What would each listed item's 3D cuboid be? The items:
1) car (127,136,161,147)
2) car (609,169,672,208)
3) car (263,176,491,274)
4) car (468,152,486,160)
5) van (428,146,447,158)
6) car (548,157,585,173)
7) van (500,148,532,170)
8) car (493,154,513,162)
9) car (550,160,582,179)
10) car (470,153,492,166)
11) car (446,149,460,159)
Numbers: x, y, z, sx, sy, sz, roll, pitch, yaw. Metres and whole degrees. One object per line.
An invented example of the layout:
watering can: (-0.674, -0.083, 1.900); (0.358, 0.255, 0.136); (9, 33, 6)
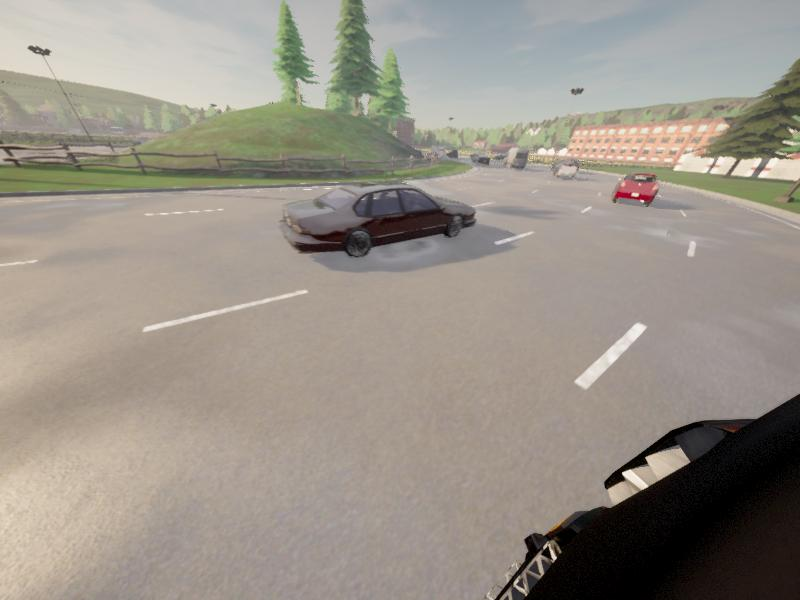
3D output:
car: (-50.643, -31.503, 45.867); (2.038, 1.542, 4.974); (-5, 35, -12)
car: (13.769, -6.618, 13.481); (1.845, 1.501, 3.633); (25, 40, 30)
car: (-0.289, -2.344, 6.157); (5.357, 1.411, 2.033); (-19, 40, -29)
car: (20.218, -37.824, 60.714); (2.128, 1.511, 4.902); (-5, 34, -11)
van: (9.609, -38.368, 59.841); (2.351, 2.431, 6.366); (-5, 34, -11)
car: (24.163, -19.760, 33.787); (2.242, 1.667, 4.611); (6, 34, 4)
van: (17.424, -21.515, 35.126); (1.988, 2.561, 5.915); (6, 34, 3)
car: (24.929, -34.687, 56.322); (1.837, 1.490, 4.892); (-5, 34, -11)
car: (18.100, -14.376, 25.407); (1.845, 1.501, 3.633); (14, 35, 15)
car: (14.013, -24.646, 40.362); (1.930, 1.638, 5.238); (2, 34, -3)
car: (13.459, -37.233, 58.939); (1.905, 1.878, 3.866); (-5, 34, -11)
